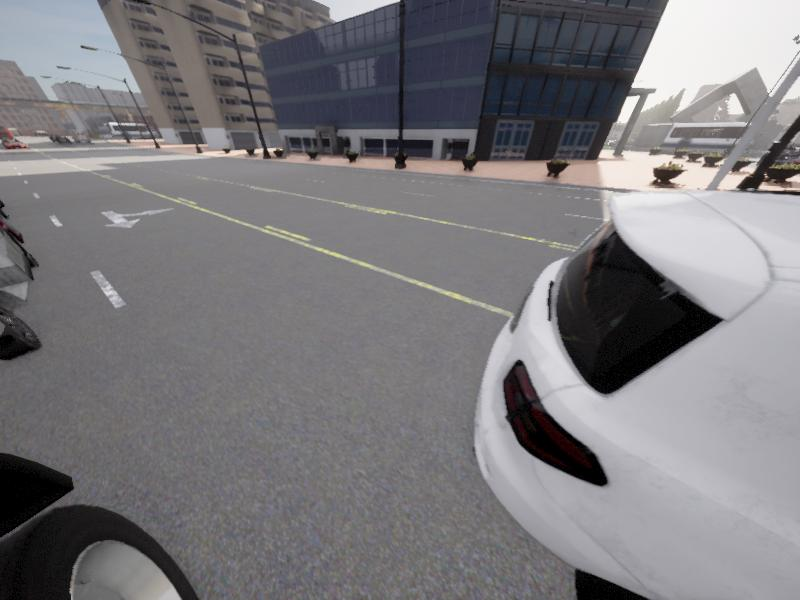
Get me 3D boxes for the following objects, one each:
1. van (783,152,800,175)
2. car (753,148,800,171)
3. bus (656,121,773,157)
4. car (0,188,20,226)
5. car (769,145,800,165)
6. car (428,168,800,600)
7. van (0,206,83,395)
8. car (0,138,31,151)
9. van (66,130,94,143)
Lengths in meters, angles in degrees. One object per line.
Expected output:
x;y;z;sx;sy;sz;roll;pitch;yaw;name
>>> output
30.807;-9.907;15.907;1.988;2.561;5.915;23;41;28;van
34.592;-12.670;20.714;1.845;1.501;3.633;22;41;27;car
50.366;-26.357;37.825;3.944;4.253;10.273;-28;44;-33;bus
-14.977;-3.421;7.504;4.902;1.511;2.128;22;40;28;car
43.327;-15.776;25.123;1.930;1.638;5.238;27;43;32;car
3.116;1.100;0.591;5.566;2.045;2.150;22;40;28;car
-7.225;-0.752;2.875;6.366;2.431;2.351;22;41;28;van
-65.970;-26.650;39.486;4.611;1.667;2.242;23;41;26;car
-77.097;-39.341;55.579;6.366;2.431;2.351;23;41;27;van
